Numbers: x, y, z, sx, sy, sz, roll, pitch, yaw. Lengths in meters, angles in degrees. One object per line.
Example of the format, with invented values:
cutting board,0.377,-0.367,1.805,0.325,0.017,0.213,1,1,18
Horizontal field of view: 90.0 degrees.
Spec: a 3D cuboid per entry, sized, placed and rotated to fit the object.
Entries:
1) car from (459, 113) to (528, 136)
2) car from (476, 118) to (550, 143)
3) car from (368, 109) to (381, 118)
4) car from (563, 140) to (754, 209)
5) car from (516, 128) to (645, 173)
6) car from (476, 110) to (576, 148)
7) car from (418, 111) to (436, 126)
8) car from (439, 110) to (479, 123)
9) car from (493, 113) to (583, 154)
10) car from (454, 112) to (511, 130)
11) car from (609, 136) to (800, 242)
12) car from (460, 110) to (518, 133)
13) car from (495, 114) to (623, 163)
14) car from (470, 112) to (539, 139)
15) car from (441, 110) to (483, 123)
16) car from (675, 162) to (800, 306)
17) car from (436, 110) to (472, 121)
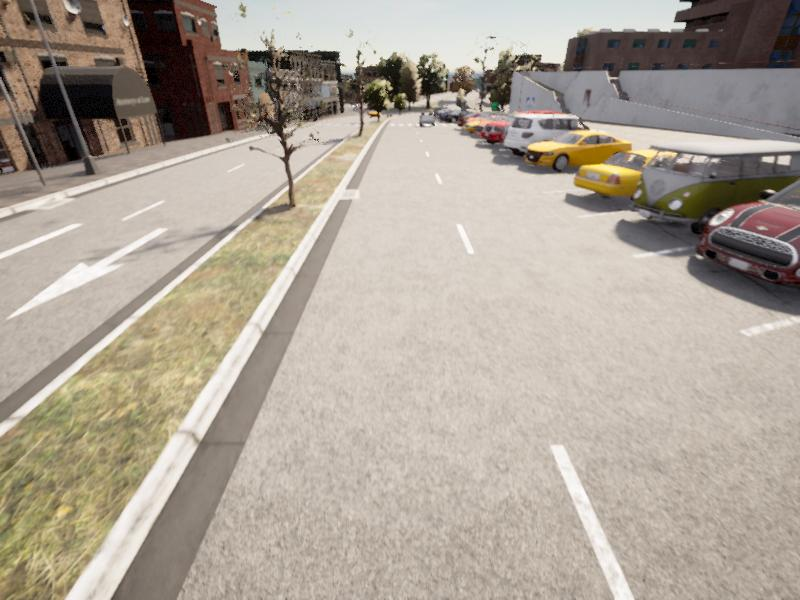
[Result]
car,7.930,-14.932,33.981,5.366,1.575,1.946,-8,28,-18
car,8.101,-12.243,28.750,4.674,1.452,2.002,-9,29,-18
car,-4.944,-36.069,77.331,1.882,1.535,5.008,2,26,3
car,8.259,-4.146,12.904,5.366,1.575,1.946,-9,29,-18
car,8.095,-6.853,18.131,5.008,1.535,2.097,-9,29,-18
car,8.074,-11.147,25.950,5.566,2.045,2.435,-9,29,-18
car,3.044,-20.760,45.736,1.845,1.501,3.633,0,26,0
car,8.126,-25.454,55.392,5.008,1.535,2.097,-8,27,-18
car,7.989,-9.760,23.286,4.442,1.987,1.878,-9,29,-18
car,8.099,-17.616,39.372,5.008,1.535,2.097,-8,28,-18
car,7.979,-2.925,10.056,4.442,1.987,1.878,-9,29,-18
car,8.138,-16.405,36.660,4.553,1.767,2.185,-8,28,-18
car,8.120,-8.448,20.675,5.566,2.045,2.435,-9,28,-18
car,8.131,-13.736,31.340,4.553,1.767,2.185,-8,28,-18
car,8.121,-24.165,52.725,5.008,1.535,2.097,-8,27,-18
car,8.114,-1.487,7.506,4.553,1.767,2.185,-9,29,-18
car,8.157,-28.018,60.721,4.892,1.521,2.231,-7,27,-17
